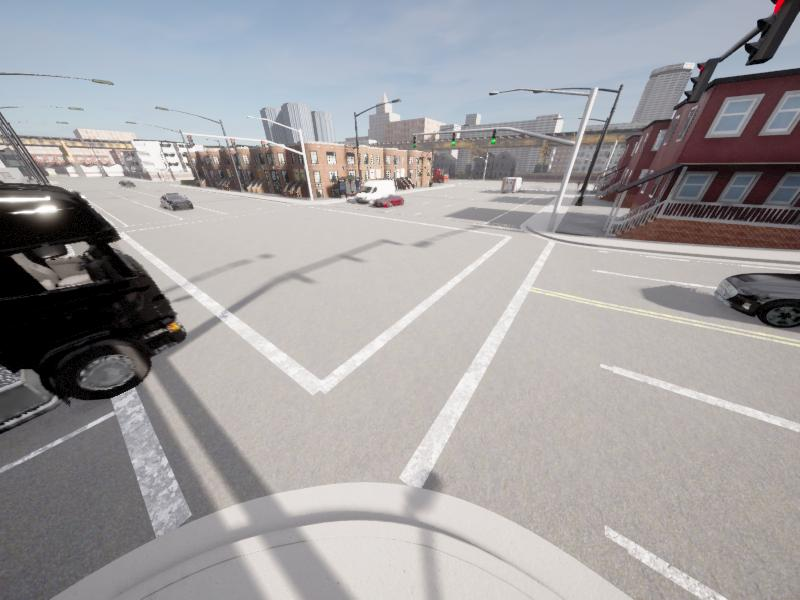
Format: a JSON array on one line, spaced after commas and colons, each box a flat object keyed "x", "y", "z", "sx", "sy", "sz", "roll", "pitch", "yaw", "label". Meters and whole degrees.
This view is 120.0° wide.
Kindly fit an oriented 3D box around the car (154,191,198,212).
[{"x": -25.064, "y": -11.054, "z": 25.804, "sx": 5.238, "sy": 1.638, "sz": 1.930, "roll": 20, "pitch": 36, "yaw": 31, "label": "car"}]

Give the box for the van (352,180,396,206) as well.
[{"x": -3.110, "y": -13.846, "z": 29.745, "sx": 1.988, "sy": 2.561, "sz": 5.915, "roll": 21, "pitch": 36, "yaw": 32, "label": "van"}]

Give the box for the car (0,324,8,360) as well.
[{"x": -11.816, "y": 1.301, "z": 4.440, "sx": 1.851, "sy": 1.617, "sz": 3.988, "roll": 20, "pitch": 35, "yaw": 30, "label": "car"}]

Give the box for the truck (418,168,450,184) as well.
[{"x": 9.725, "y": -36.000, "z": 66.829, "sx": 8.468, "sy": 3.827, "sz": 2.891, "roll": 20, "pitch": 36, "yaw": 31, "label": "truck"}]

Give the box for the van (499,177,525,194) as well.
[{"x": 20.517, "y": -20.931, "z": 42.126, "sx": 2.351, "sy": 2.431, "sz": 6.366, "roll": 20, "pitch": 36, "yaw": 31, "label": "van"}]

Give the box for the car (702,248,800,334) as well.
[{"x": 12.056, "y": 0.004, "z": 5.797, "sx": 4.856, "sy": 1.649, "sz": 2.033, "roll": 15, "pitch": 33, "yaw": 33, "label": "car"}]

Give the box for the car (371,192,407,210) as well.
[{"x": -1.198, "y": -11.617, "z": 27.050, "sx": 1.994, "sy": 1.385, "sz": 4.181, "roll": 20, "pitch": 36, "yaw": 31, "label": "car"}]

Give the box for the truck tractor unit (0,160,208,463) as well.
[{"x": -7.923, "y": 0.519, "z": 3.182, "sx": 3.053, "sy": 4.208, "sz": 6.516, "roll": 20, "pitch": 36, "yaw": 31, "label": "truck tractor unit"}]
